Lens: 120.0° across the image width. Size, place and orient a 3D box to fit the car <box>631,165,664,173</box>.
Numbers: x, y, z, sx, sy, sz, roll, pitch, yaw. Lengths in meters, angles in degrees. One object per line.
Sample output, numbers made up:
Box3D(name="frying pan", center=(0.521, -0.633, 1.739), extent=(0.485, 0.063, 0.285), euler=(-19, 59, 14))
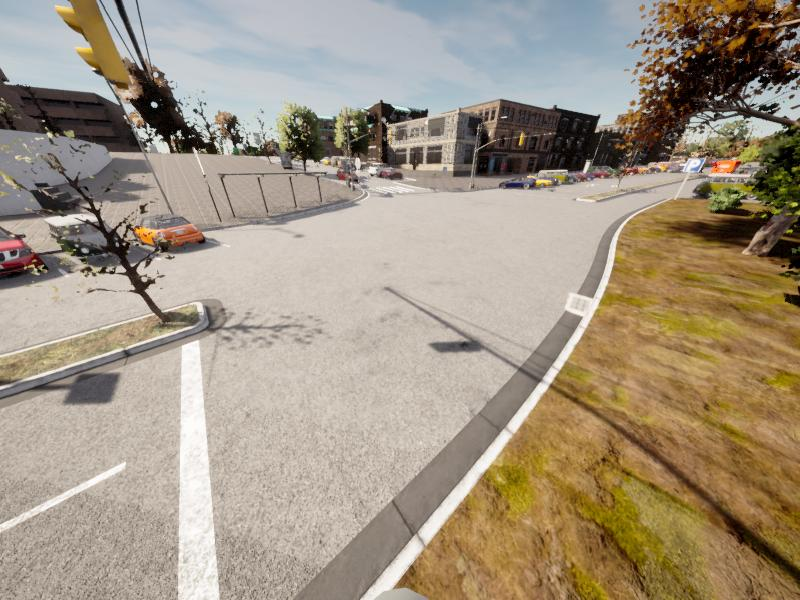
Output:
Box3D(name="car", center=(57.558, -30.497, 53.847), extent=(5.008, 1.535, 2.097), euler=(22, 37, 35))

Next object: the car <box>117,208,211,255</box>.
Box3D(name="car", center=(-13.789, -4.164, 13.541), extent=(4.553, 1.767, 2.185), euler=(15, 35, 27))

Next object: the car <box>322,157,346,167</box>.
Box3D(name="car", center=(-14.577, -30.665, 51.280), extent=(1.946, 1.575, 5.366), euler=(21, 37, 23))

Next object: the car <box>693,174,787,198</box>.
Box3D(name="car", center=(33.092, -11.306, 22.797), extent=(4.553, 1.767, 2.185), euler=(20, 37, 31))

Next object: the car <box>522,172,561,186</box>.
Box3D(name="car", center=(21.562, -18.424, 35.211), extent=(4.553, 1.767, 2.185), euler=(19, 36, 31))

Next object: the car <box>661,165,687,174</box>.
Box3D(name="car", center=(59.152, -28.148, 49.918), extent=(4.902, 1.511, 2.128), euler=(-18, 34, -25))

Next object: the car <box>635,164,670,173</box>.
Box3D(name="car", center=(60.044, -31.365, 55.174), extent=(5.366, 1.575, 1.946), euler=(22, 38, 35))

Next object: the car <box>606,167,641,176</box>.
Box3D(name="car", center=(47.102, -27.159, 48.787), extent=(5.008, 1.535, 2.097), euler=(21, 38, 34))

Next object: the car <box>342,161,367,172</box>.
Box3D(name="car", center=(-8.914, -26.385, 45.522), extent=(2.231, 1.521, 4.892), euler=(21, 37, 23))

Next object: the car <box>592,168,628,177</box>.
Box3D(name="car", center=(41.921, -25.455, 46.197), extent=(5.008, 1.535, 2.097), euler=(20, 37, 33))

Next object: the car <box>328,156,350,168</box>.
Box3D(name="car", center=(-12.791, -29.317, 49.059), extent=(1.878, 1.987, 4.442), euler=(21, 37, 23))

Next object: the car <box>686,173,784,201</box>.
Box3D(name="car", center=(30.571, -10.506, 21.390), extent=(4.442, 1.987, 1.878), euler=(20, 38, 31))

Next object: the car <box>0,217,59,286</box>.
Box3D(name="car", center=(-18.453, -2.226, 10.271), extent=(5.566, 2.045, 2.435), euler=(15, 34, 27))

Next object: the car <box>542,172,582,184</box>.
Box3D(name="car", center=(26.611, -20.140, 38.075), extent=(4.892, 1.521, 2.231), euler=(19, 36, 32))

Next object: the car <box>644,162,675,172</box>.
Box3D(name="car", center=(62.903, -32.281, 56.119), extent=(4.442, 1.987, 1.878), euler=(22, 38, 35))

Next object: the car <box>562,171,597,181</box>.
Box3D(name="car", center=(31.680, -21.906, 40.851), extent=(4.674, 1.452, 2.002), euler=(19, 36, 32))

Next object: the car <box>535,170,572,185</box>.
Box3D(name="car", center=(24.186, -19.390, 36.497), extent=(4.442, 1.987, 1.878), euler=(19, 36, 31))

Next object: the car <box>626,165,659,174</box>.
Box3D(name="car", center=(54.944, -29.664, 52.587), extent=(4.892, 1.521, 2.231), euler=(22, 38, 35))

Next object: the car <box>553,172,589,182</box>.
Box3D(name="car", center=(29.144, -21.005, 39.471), extent=(4.674, 1.452, 2.002), euler=(19, 37, 32))

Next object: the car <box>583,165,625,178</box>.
Box3D(name="car", center=(39.365, -24.796, 44.732), extent=(5.566, 2.045, 2.435), euler=(20, 37, 33))

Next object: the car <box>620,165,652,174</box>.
Box3D(name="car", center=(52.328, -28.939, 51.258), extent=(4.553, 1.767, 2.185), euler=(21, 38, 34))

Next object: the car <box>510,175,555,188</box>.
Box3D(name="car", center=(19.246, -17.332, 33.735), extent=(5.366, 1.575, 1.946), euler=(18, 36, 31))

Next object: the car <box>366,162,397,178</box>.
Box3D(name="car", center=(-3.124, -22.424, 39.795), extent=(2.435, 2.045, 5.566), euler=(21, 37, 23))

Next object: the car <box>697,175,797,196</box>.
Box3D(name="car", center=(35.730, -12.037, 24.127), extent=(5.366, 1.575, 1.946), euler=(21, 37, 31))

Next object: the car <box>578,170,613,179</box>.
Box3D(name="car", center=(36.781, -23.674, 43.552), extent=(4.674, 1.452, 2.002), euler=(20, 37, 33))

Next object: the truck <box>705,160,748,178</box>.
Box3D(name="truck", center=(55.728, -22.369, 39.453), extent=(5.204, 2.467, 2.627), euler=(-18, 34, -25))

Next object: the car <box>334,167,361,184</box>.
Box3D(name="car", center=(-7.442, -17.676, 32.740), extent=(1.851, 1.617, 3.988), euler=(-23, 42, -34))

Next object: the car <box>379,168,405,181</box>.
Box3D(name="car", center=(-1.231, -20.775, 38.067), extent=(2.002, 1.452, 4.674), euler=(21, 37, 23))

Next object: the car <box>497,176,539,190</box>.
Box3D(name="car", center=(16.543, -16.502, 32.563), extent=(4.792, 1.488, 2.163), euler=(18, 36, 31))

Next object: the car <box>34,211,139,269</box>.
Box3D(name="car", center=(-16.054, -3.211, 11.856), extent=(4.442, 1.987, 1.878), euler=(15, 34, 27))

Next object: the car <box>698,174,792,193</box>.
Box3D(name="car", center=(37.900, -13.039, 25.682), extent=(5.366, 1.575, 1.946), euler=(21, 38, 31))

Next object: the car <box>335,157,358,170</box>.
Box3D(name="car", center=(-10.866, -27.919, 47.185), extent=(1.878, 1.987, 4.442), euler=(21, 37, 23))
